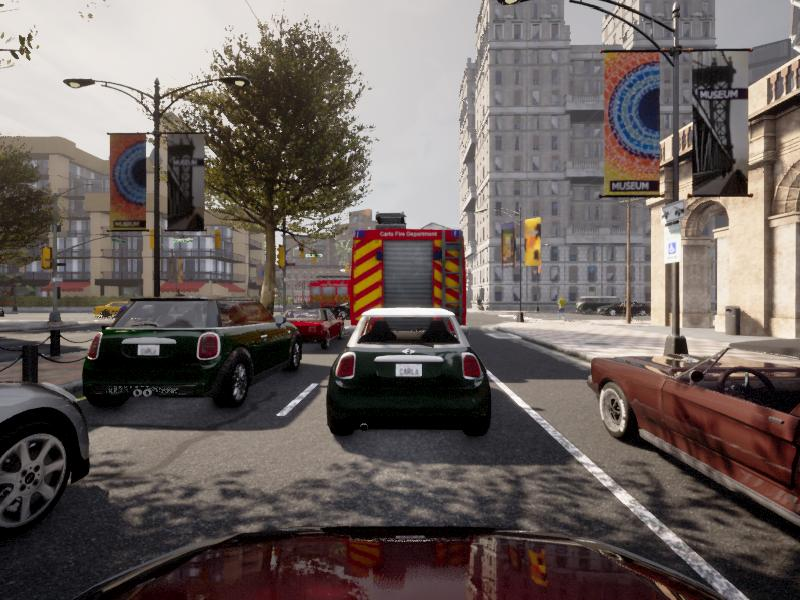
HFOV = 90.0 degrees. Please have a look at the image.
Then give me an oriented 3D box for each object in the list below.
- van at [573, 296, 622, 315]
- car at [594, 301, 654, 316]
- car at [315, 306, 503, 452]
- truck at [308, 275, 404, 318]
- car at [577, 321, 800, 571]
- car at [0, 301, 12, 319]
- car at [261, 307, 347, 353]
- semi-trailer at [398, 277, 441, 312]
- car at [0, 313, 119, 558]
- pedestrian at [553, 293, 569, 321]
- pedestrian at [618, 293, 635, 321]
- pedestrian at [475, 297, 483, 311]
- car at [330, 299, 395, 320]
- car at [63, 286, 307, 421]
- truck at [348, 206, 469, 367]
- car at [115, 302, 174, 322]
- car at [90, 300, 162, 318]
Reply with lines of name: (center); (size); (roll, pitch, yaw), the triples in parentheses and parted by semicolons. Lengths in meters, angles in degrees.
van: (21.300, 0.599, 43.240); (4.442, 1.987, 1.775); (0, 0, 1)
car: (22.181, 0.844, 39.726); (4.892, 1.490, 1.837); (0, 0, 1)
car: (0.119, 0.853, 6.110); (1.970, 1.475, 3.806); (0, 0, 1)
truck: (-3.831, -0.321, 36.590); (8.468, 3.827, 2.891); (0, 0, 1)
car: (3.308, 0.938, 3.058); (1.895, 1.301, 4.718); (0, 0, 1)
car: (-36.005, 0.826, 33.492); (4.974, 1.542, 2.038); (0, 0, -1)
car: (-3.218, 0.944, 14.445); (1.895, 1.301, 4.718); (0, 0, 1)
semi-trailer: (2.402, -0.618, 57.544); (2.717, 4.402, 14.254); (0, 0, -12)
car: (-3.473, 0.853, 1.600); (1.970, 1.475, 3.806); (0, 0, 1)
pedestrian: (10.842, 0.485, 26.945); (0.751, 1.860, 0.751); (0, 0, 1)
pedestrian: (15.327, 0.485, 27.081); (0.751, 1.860, 0.751); (0, 0, 9)
pedestrian: (10.499, 0.485, 53.225); (0.751, 1.860, 0.751); (0, 0, -6)
car: (-3.024, 0.771, 33.084); (5.238, 1.638, 1.930); (0, 0, 1)
car: (-3.355, 0.694, 7.527); (2.097, 1.767, 4.553); (0, 0, 1)
truck: (0.274, -0.321, 13.781); (2.891, 3.827, 8.468); (0, 0, 1)
car: (-19.794, 0.870, 30.966); (4.674, 1.442, 1.812); (0, 0, 29)
car: (-25.233, 0.800, 37.005); (5.366, 1.575, 1.801); (0, 0, -1)
